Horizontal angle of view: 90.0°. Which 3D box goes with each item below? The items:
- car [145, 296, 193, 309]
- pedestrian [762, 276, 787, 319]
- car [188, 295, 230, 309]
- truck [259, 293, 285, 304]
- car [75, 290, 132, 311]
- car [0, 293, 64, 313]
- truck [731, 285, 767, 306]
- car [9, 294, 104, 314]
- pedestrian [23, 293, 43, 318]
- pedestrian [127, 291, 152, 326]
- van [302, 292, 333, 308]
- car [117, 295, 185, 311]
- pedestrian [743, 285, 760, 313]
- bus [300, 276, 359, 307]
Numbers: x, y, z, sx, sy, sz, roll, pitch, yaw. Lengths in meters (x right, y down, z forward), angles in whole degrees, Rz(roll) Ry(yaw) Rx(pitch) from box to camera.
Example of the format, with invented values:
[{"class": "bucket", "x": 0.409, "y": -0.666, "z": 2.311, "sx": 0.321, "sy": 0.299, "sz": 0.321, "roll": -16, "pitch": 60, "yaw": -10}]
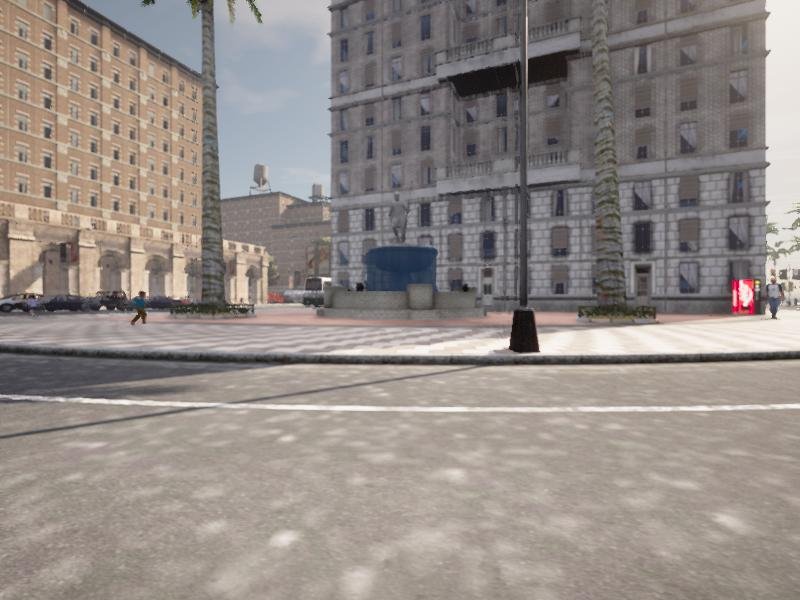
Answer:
[{"class": "car", "x": -25.242, "y": 0.290, "z": 43.876, "sx": 1.994, "sy": 1.385, "sz": 4.181, "roll": 0, "pitch": 0, "yaw": 23}, {"class": "pedestrian", "x": 16.440, "y": -0.102, "z": 17.563, "sx": 0.751, "sy": 1.860, "sz": 0.751, "roll": 0, "pitch": 0, "yaw": -42}, {"class": "car", "x": -21.182, "y": 0.238, "z": 44.444, "sx": 1.970, "sy": 1.475, "sz": 3.806, "roll": 0, "pitch": 0, "yaw": 23}, {"class": "truck", "x": -28.547, "y": -0.264, "z": 89.368, "sx": 5.204, "sy": 2.467, "sz": 2.627, "roll": 0, "pitch": 0, "yaw": 23}, {"class": "car", "x": -27.881, "y": 0.026, "z": 37.762, "sx": 1.905, "sy": 1.878, "sz": 3.866, "roll": 0, "pitch": 0, "yaw": 23}, {"class": "car", "x": -30.291, "y": 0.207, "z": 32.267, "sx": 2.007, "sy": 1.525, "sz": 4.514, "roll": 0, "pitch": 0, "yaw": 25}, {"class": "truck", "x": 67.898, "y": -0.867, "z": 78.012, "sx": 2.891, "sy": 3.827, "sz": 8.468, "roll": 0, "pitch": 0, "yaw": 24}, {"class": "car", "x": -26.779, "y": 0.275, "z": 31.485, "sx": 2.033, "sy": 1.411, "sz": 5.357, "roll": 0, "pitch": 0, "yaw": 23}, {"class": "pedestrian", "x": -16.872, "y": 0.253, "z": 18.405, "sx": 0.500, "sy": 1.100, "sz": 0.500, "roll": 0, "pitch": 0, "yaw": 17}, {"class": "pedestrian", "x": -8.332, "y": 0.259, "z": 12.822, "sx": 0.500, "sy": 1.100, "sz": 0.500, "roll": 0, "pitch": 0, "yaw": -5}, {"class": "van", "x": -10.535, "y": -0.008, "z": 51.468, "sx": 1.775, "sy": 1.987, "sz": 4.442, "roll": 0, "pitch": 0, "yaw": 23}, {"class": "car", "x": -23.753, "y": 0.278, "z": 38.490, "sx": 2.033, "sy": 1.411, "sz": 5.357, "roll": 0, "pitch": 0, "yaw": 23}, {"class": "pedestrian", "x": 23.806, "y": -0.097, "z": 27.108, "sx": 0.751, "sy": 1.860, "sz": 0.751, "roll": 0, "pitch": 0, "yaw": 30}, {"class": "bus", "x": -10.432, "y": -1.141, "z": 61.026, "sx": 3.944, "sy": 4.253, "sz": 10.273, "roll": 0, "pitch": 0, "yaw": 23}]
